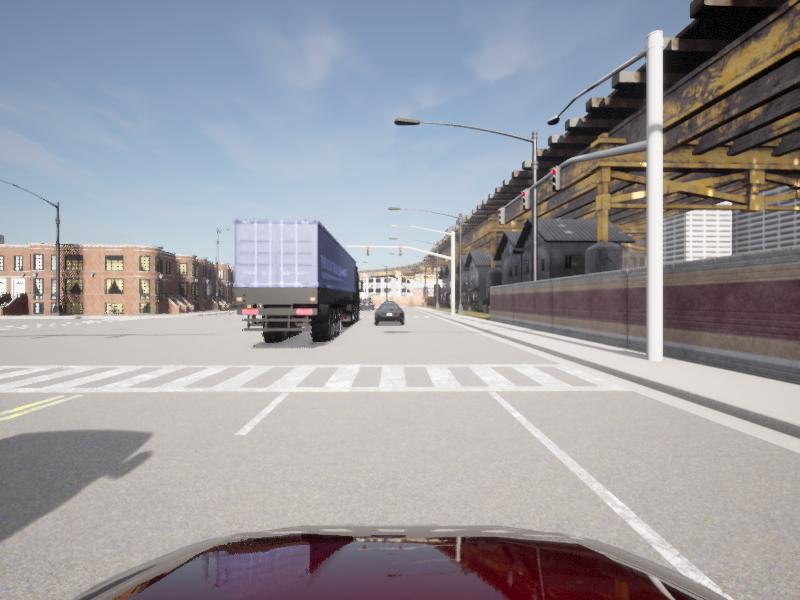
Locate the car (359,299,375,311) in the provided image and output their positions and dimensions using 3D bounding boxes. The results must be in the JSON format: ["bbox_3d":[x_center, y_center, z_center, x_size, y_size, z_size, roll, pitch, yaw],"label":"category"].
[{"bbox_3d":[-5.015,0.756,61.796,2.242,1.667,4.611,0,0,-3],"label":"car"}]

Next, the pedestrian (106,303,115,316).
[{"bbox_3d":[-26.204,0.865,36.207,0.500,1.100,0.500,0,0,-12],"label":"pedestrian"}]

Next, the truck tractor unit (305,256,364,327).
[{"bbox_3d":[-4.207,-0.527,27.234,3.053,4.208,6.516,0,0,-1],"label":"truck tractor unit"}]

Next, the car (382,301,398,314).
[{"bbox_3d":[-1.216,0.870,47.286,1.812,1.442,4.674,0,0,-1],"label":"car"}]

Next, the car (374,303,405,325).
[{"bbox_3d":[-0.723,0.907,27.706,1.994,1.385,4.181,0,0,-2],"label":"car"}]

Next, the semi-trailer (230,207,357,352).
[{"bbox_3d":[-3.998,-0.620,19.319,2.717,4.402,14.254,0,0,-2],"label":"semi-trailer"}]
